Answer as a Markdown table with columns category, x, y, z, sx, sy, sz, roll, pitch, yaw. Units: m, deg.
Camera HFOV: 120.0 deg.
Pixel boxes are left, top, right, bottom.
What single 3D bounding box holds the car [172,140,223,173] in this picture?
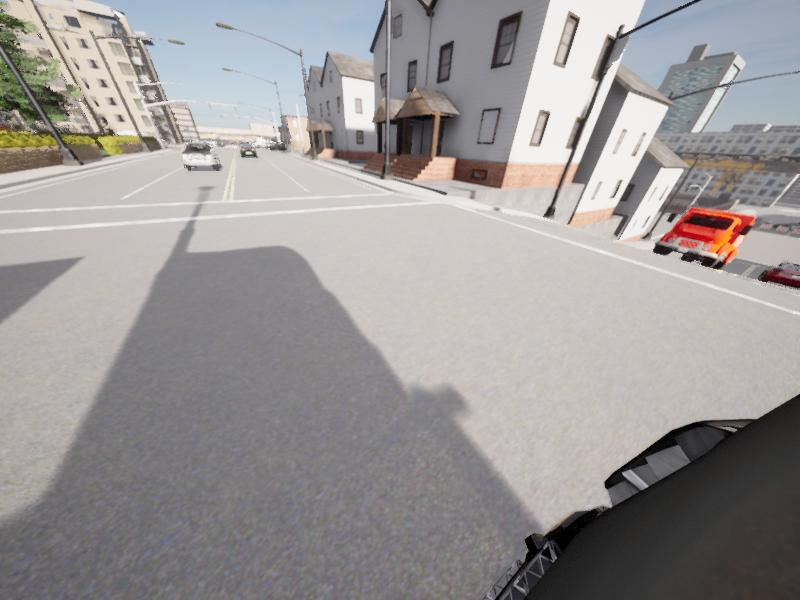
| category | x | y | z | sx | sy | sz | roll | pitch | yaw |
| --- | --- | --- | --- | --- | --- | --- | --- | --- | --- |
| car | -14.963 | -10.844 | 17.401 | 1.932 | 1.855 | 4.605 | -15 | 37 | -25 |

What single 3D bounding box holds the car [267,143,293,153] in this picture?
| category | x | y | z | sx | sy | sz | roll | pitch | yaw |
| --- | --- | --- | --- | --- | --- | --- | --- | --- | --- |
| car | -26.733 | -34.022 | 51.767 | 1.812 | 1.442 | 4.674 | 29 | 40 | 32 |

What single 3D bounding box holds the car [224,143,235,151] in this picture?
| category | x | y | z | sx | sy | sz | roll | pitch | yaw |
| --- | --- | --- | --- | --- | --- | --- | --- | --- | --- |
| car | -46.532 | -41.785 | 62.979 | 1.812 | 1.442 | 4.674 | -16 | 33 | -26 |

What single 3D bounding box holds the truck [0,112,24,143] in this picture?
| category | x | y | z | sx | sy | sz | roll | pitch | yaw |
| --- | --- | --- | --- | --- | --- | --- | --- | --- | --- |
| truck | -63.678 | -25.238 | 33.436 | 8.468 | 3.827 | 2.891 | -15 | 37 | -24 |

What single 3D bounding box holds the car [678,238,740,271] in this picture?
| category | x | y | z | sx | sy | sz | roll | pitch | yaw |
| --- | --- | --- | --- | --- | --- | --- | --- | --- | --- |
| car | 21.239 | -3.083 | 15.868 | 4.193 | 1.474 | 1.816 | -3 | 31 | -34 |

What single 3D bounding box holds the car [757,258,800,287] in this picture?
| category | x | y | z | sx | sy | sz | roll | pitch | yaw |
| --- | --- | --- | --- | --- | --- | --- | --- | --- | --- |
| car | 37.962 | -2.808 | 22.911 | 4.605 | 1.855 | 1.932 | -10 | 35 | -30 |

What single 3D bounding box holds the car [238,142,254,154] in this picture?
| category | x | y | z | sx | sy | sz | roll | pitch | yaw |
| --- | --- | --- | --- | --- | --- | --- | --- | --- | --- |
| car | -27.034 | -26.721 | 40.596 | 1.851 | 1.617 | 3.988 | -16 | 38 | -26 |

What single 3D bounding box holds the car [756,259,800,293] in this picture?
| category | x | y | z | sx | sy | sz | roll | pitch | yaw |
| --- | --- | --- | --- | --- | --- | --- | --- | --- | --- |
| car | 23.707 | -1.347 | 13.893 | 4.181 | 1.385 | 1.994 | -3 | 31 | -34 |

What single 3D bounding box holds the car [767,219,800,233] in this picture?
| category | x | y | z | sx | sy | sz | roll | pitch | yaw |
| --- | --- | --- | --- | --- | --- | --- | --- | --- | --- |
| car | 75.006 | -13.976 | 44.020 | 4.974 | 1.542 | 2.038 | 16 | 36 | 18 |

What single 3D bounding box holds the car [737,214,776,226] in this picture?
| category | x | y | z | sx | sy | sz | roll | pitch | yaw |
| --- | --- | --- | --- | --- | --- | --- | --- | --- | --- |
| car | 72.741 | -16.431 | 47.253 | 1.853 | 1.218 | 4.536 | 10 | 34 | 10 |

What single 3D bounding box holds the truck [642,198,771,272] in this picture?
| category | x | y | z | sx | sy | sz | roll | pitch | yaw |
| --- | --- | --- | --- | --- | --- | --- | --- | --- | --- |
| truck | 15.508 | -3.166 | 11.823 | 5.204 | 2.467 | 2.627 | -3 | 31 | -34 |

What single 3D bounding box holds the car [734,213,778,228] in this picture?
| category | x | y | z | sx | sy | sz | roll | pitch | yaw |
| --- | --- | --- | --- | --- | --- | --- | --- | --- | --- |
| car | 72.722 | -16.273 | 47.297 | 2.038 | 1.542 | 4.974 | 10 | 34 | 10 |

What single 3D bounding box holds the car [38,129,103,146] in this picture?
| category | x | y | z | sx | sy | sz | roll | pitch | yaw |
| --- | --- | --- | --- | --- | --- | --- | --- | --- | --- |
| car | -54.404 | -26.970 | 38.399 | 5.566 | 2.045 | 2.150 | -15 | 38 | -25 |

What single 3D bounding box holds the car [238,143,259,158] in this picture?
| category | x | y | z | sx | sy | sz | roll | pitch | yaw |
| --- | --- | --- | --- | --- | --- | --- | --- | --- | --- |
| car | -21.715 | -21.362 | 33.015 | 2.038 | 1.542 | 4.974 | -16 | 38 | -26 |

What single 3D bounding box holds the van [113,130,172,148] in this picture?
| category | x | y | z | sx | sy | sz | roll | pitch | yaw |
| --- | --- | --- | --- | --- | --- | --- | --- | --- | --- |
| van | -46.552 | -29.255 | 42.108 | 6.366 | 2.431 | 2.351 | -15 | 38 | -25 |
